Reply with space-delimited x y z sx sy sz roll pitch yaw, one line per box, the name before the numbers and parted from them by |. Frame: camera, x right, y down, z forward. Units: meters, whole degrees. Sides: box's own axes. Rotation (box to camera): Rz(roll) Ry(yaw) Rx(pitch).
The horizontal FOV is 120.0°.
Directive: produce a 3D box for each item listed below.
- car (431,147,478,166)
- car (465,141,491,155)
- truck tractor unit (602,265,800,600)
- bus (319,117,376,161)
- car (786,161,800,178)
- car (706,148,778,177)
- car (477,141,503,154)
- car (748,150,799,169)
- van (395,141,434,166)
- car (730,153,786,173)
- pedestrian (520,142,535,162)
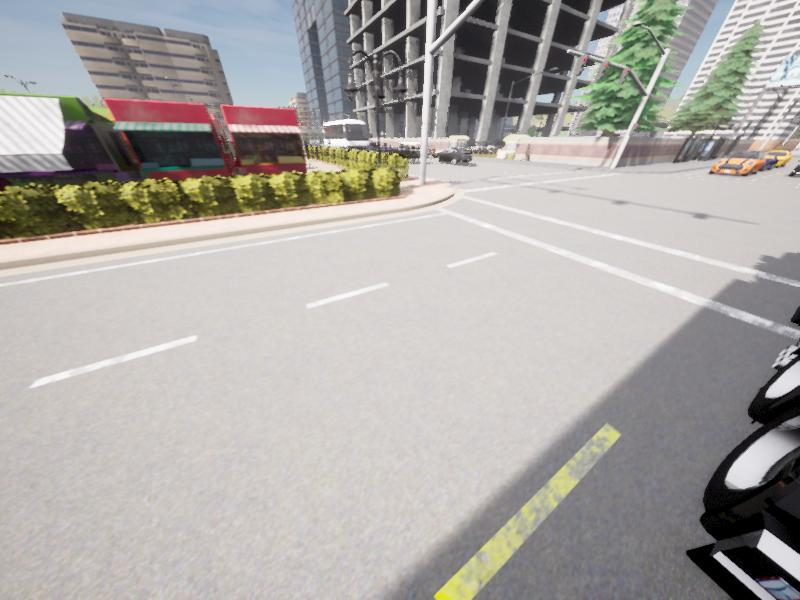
car | 5.770 -15.701 25.200 2.128 1.511 4.902 -18 39 -24
car | 13.739 -26.955 40.878 1.905 1.878 3.866 -18 39 -24
truck tractor unit | 5.113 -0.297 0.784 6.516 4.208 3.053 -18 39 -24
bus | -7.370 -21.982 31.708 3.944 4.253 10.273 -18 39 -25
car | 32.870 -10.487 18.066 4.892 1.490 1.837 -18 39 -24
car | 28.098 -11.373 19.033 4.553 1.767 2.097 -18 39 -24
car | 16.288 -27.783 42.091 1.905 1.878 3.866 -18 39 -24
car | 40.182 -15.178 24.835 5.008 1.535 1.882 -18 39 -24
van | 1.422 -16.262 25.501 2.069 2.038 4.480 -18 39 -25
car | 34.170 -13.134 22.055 4.718 1.301 1.895 -18 39 -24
pedestrian | 14.429 -16.771 26.203 0.751 1.860 0.751 -20 40 -26
